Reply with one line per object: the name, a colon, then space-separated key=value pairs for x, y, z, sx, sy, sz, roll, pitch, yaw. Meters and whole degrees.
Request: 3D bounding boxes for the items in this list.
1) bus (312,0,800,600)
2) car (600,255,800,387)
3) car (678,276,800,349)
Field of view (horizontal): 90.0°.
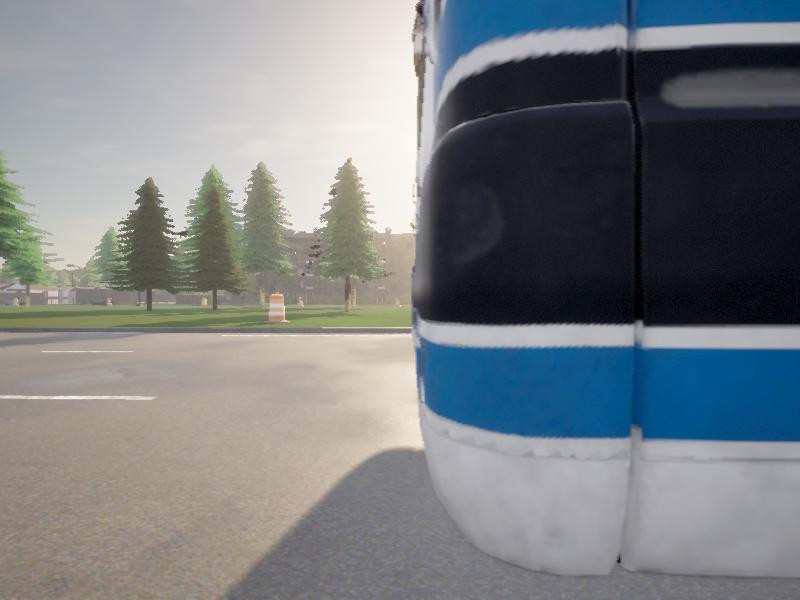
bus: x=5.099 y=-1.133 z=2.229 sx=10.273 sy=4.253 sz=3.944 roll=0 pitch=0 yaw=1
car: x=5.808 y=0.238 z=5.627 sx=4.902 sy=1.511 sz=2.128 roll=0 pitch=0 yaw=2
car: x=9.015 y=0.256 z=9.025 sx=4.193 sy=1.474 sz=1.816 roll=0 pitch=0 yaw=1
